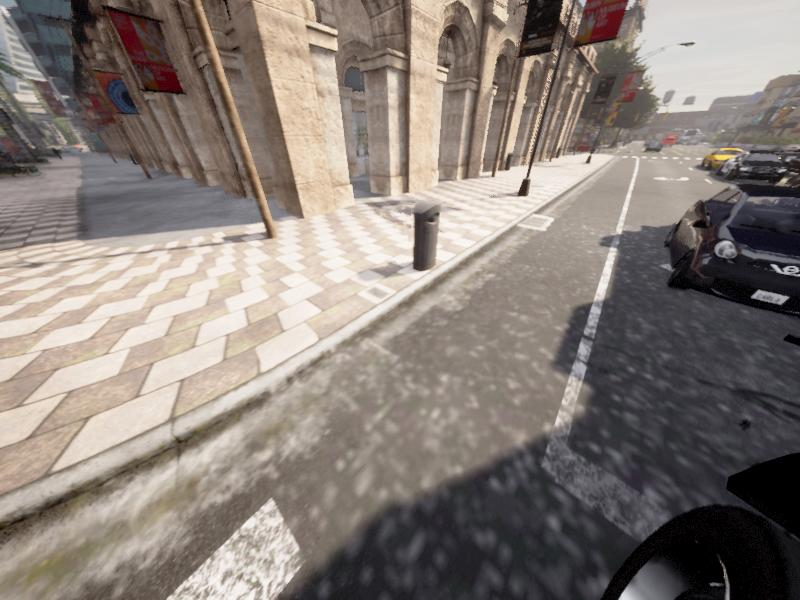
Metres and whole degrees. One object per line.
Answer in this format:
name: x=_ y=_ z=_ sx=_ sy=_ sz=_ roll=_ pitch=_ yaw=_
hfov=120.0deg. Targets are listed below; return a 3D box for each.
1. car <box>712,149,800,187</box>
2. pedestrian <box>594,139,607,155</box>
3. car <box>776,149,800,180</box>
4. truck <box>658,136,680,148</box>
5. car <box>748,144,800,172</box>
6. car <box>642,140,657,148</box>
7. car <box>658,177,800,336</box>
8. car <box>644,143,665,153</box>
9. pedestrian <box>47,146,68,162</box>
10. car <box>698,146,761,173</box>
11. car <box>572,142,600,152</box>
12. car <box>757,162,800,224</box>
car: x=21.752 y=-8.268 z=14.210 sx=2.038 sy=1.542 sz=4.974 roll=26 pitch=43 yaw=33
pedestrian: x=29.496 y=-22.503 z=34.014 sx=0.751 sy=1.860 sz=0.751 roll=27 pitch=43 yaw=34
car: x=27.015 y=-8.696 z=14.794 sx=1.816 sy=1.474 sz=4.193 roll=26 pitch=43 yaw=33
truck: x=70.204 y=-41.437 z=60.415 sx=2.627 sy=2.467 sz=5.204 roll=26 pitch=42 yaw=32
car: x=31.286 y=-11.678 z=18.852 sx=2.242 sy=1.667 sz=4.611 roll=29 pitch=44 yaw=35
car: x=67.836 y=-42.485 z=62.868 sx=2.128 sy=1.511 sz=4.902 roll=26 pitch=42 yaw=32
car: x=6.324 y=-1.081 z=4.109 sx=1.845 sy=1.501 sz=3.633 roll=27 pitch=43 yaw=34
car: x=44.782 y=-26.843 z=40.742 sx=1.994 sy=1.385 sz=4.181 roll=26 pitch=42 yaw=32
pedestrian: x=-48.033 y=-20.498 z=32.410 sx=0.751 sy=1.860 sz=0.751 roll=29 pitch=44 yaw=35
car: x=26.991 y=-11.792 z=19.166 sx=1.801 sy=1.575 sz=5.366 roll=26 pitch=43 yaw=33
car: x=35.328 y=-29.081 z=43.972 sx=3.633 sy=1.501 sz=1.845 roll=26 pitch=43 yaw=33
car: x=14.420 y=-3.340 z=7.351 sx=2.033 sy=1.411 sz=5.357 roll=26 pitch=43 yaw=33
